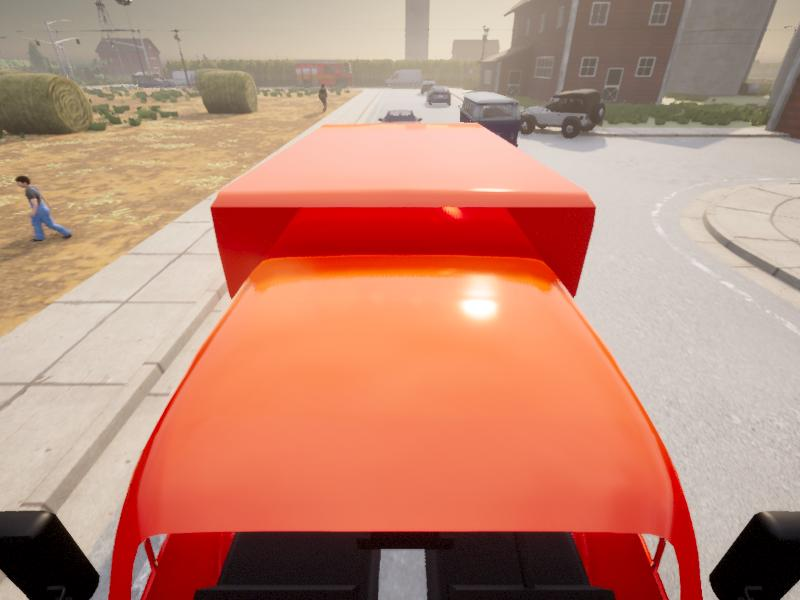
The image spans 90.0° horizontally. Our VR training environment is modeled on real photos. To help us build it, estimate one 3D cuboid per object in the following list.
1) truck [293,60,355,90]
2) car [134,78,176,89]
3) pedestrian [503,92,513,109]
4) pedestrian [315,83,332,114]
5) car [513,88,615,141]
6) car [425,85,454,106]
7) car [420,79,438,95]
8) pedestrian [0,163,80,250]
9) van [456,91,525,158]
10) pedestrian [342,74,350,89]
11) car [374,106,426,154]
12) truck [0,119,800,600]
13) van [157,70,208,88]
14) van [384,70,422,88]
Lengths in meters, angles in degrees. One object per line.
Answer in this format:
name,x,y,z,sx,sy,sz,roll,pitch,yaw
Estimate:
truck,-11.337,-33.895,60.197,8.468,3.827,2.891,0,30,1
car,-37.475,-33.156,61.250,4.792,1.488,2.163,1,30,2
pedestrian,8.308,-15.365,30.823,0.500,1.100,0.500,1,30,2
pedestrian,-5.218,-13.809,27.408,0.751,1.860,0.751,8,31,13
car,7.688,-8.969,19.144,1.905,1.878,3.866,-30,40,-32
car,3.539,-18.853,36.757,2.163,1.488,4.792,0,30,0
car,3.548,-26.448,49.581,1.930,1.638,5.238,0,30,0
pedestrian,-6.589,-1.729,7.313,0.751,1.300,0.751,-21,36,-31
van,3.501,-7.291,16.368,1.775,1.987,4.442,-1,30,1
pedestrian,-7.670,-31.089,56.998,0.751,1.860,0.751,11,32,18
car,0.017,-7.532,17.489,1.994,1.385,4.181,0,30,0
truck,0.012,0.112,3.365,2.627,2.467,5.204,0,30,0
van,-34.664,-35.262,63.914,6.366,2.431,2.351,0,30,1
van,0.491,-35.017,63.392,5.915,2.561,1.988,0,30,1
